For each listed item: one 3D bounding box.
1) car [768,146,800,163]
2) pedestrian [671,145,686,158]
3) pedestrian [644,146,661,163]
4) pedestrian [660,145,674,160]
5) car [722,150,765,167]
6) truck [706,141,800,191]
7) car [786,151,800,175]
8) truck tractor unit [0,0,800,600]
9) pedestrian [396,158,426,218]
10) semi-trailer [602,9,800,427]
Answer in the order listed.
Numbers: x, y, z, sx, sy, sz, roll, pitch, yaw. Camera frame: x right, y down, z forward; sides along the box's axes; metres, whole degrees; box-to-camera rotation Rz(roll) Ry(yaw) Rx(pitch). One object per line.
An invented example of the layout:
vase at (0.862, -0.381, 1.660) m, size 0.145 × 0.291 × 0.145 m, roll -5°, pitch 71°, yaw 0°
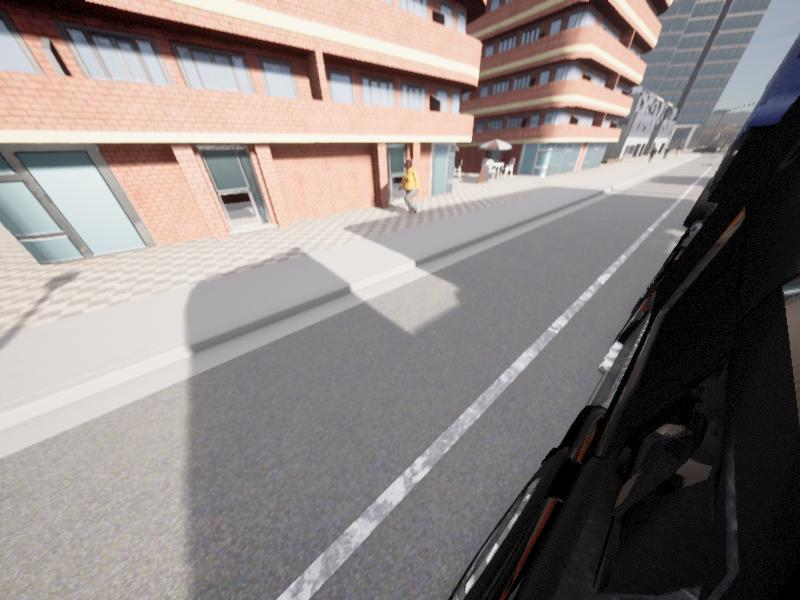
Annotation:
car at (45.835, -17.131, 27.144) m, size 4.792 × 1.488 × 2.163 m, roll -25°, pitch 39°, yaw -32°
pedestrian at (45.161, -24.072, 37.450) m, size 0.751 × 1.860 × 0.751 m, roll -25°, pitch 39°, yaw -31°
pedestrian at (32.555, -18.757, 29.773) m, size 0.751 × 1.860 × 0.751 m, roll 21°, pitch 39°, yaw 32°
pedestrian at (40.447, -22.370, 35.025) m, size 0.751 × 1.860 × 0.751 m, roll -29°, pitch 41°, yaw -36°
car at (36.021, -14.893, 24.280) m, size 4.181 × 1.385 × 1.994 m, roll -25°, pitch 39°, yaw -32°
truck at (21.058, -8.144, 13.810) m, size 6.274 × 2.098 × 2.390 m, roll -25°, pitch 39°, yaw -32°
car at (31.564, -10.466, 17.297) m, size 5.238 × 1.638 × 1.930 m, roll -25°, pitch 39°, yaw -32°
truck tractor unit at (2.645, -0.295, 0.351) m, size 6.516 × 4.208 × 3.053 m, roll -28°, pitch 44°, yaw -30°
pedestrian at (0.406, -4.064, 8.418) m, size 0.751 × 1.860 × 0.751 m, roll -20°, pitch 37°, yaw -26°
semi-trailer at (8.718, -3.291, 4.612) m, size 14.254 × 4.402 × 2.717 m, roll -24°, pitch 39°, yaw -33°
